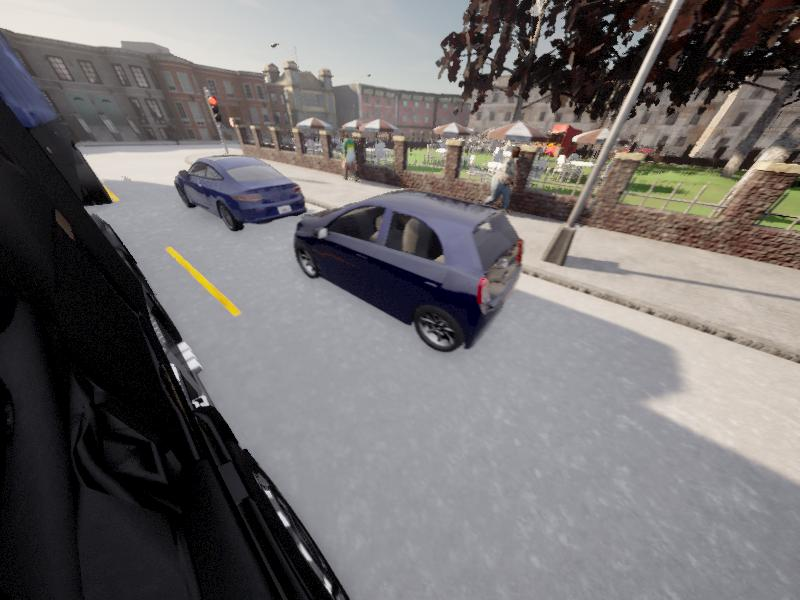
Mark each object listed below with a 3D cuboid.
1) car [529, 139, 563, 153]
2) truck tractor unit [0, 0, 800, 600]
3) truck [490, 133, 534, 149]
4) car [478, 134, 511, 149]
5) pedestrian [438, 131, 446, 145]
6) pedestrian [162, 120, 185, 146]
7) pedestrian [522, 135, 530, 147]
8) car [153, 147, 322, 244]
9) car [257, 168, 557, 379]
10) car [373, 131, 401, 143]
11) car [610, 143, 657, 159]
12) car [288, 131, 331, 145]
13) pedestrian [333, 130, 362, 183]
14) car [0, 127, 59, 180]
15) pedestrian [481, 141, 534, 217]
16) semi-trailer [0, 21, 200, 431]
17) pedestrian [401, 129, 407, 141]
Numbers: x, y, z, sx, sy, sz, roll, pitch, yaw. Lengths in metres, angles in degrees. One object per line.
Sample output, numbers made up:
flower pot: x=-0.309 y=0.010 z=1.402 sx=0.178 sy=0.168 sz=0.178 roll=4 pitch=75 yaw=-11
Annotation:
car: x=22.584 y=-23.868 z=35.808 sx=3.806 sy=1.475 sz=1.970 roll=26 pitch=43 yaw=28
truck tractor unit: x=-2.645 y=-0.295 z=0.351 sx=6.516 sy=4.208 sz=3.053 roll=28 pitch=44 yaw=30
truck: x=19.927 y=-28.537 z=41.369 sx=6.274 sy=2.098 sz=2.390 roll=26 pitch=43 yaw=28
car: x=16.166 y=-27.400 z=39.794 sx=4.605 sy=1.855 sz=1.932 roll=27 pitch=43 yaw=29
pedestrian: x=6.787 y=-26.182 z=37.371 sx=0.751 sy=1.860 sz=0.751 roll=-22 pitch=43 yaw=-29
pedestrian: x=-20.809 y=-15.314 z=21.246 sx=0.751 sy=1.860 sz=0.751 roll=26 pitch=43 yaw=28
pedestrian: x=23.869 y=-30.159 z=43.778 sx=0.751 sy=1.860 sz=0.751 roll=23 pitch=41 yaw=25
car: x=-4.513 y=-3.138 z=6.367 sx=4.674 sy=1.442 sz=1.812 roll=26 pitch=43 yaw=28
car: x=-0.105 y=-0.871 z=3.538 sx=3.633 sy=1.501 sz=1.845 roll=27 pitch=43 yaw=28
car: x=-2.141 y=-27.567 z=39.143 sx=1.882 sy=1.535 sz=5.008 roll=28 pitch=43 yaw=30
car: x=33.471 y=-21.522 z=33.314 sx=4.514 sy=1.525 sz=2.007 roll=27 pitch=43 yaw=28
car: x=-11.429 y=-20.739 z=29.616 sx=1.895 sy=1.301 sz=4.718 roll=27 pitch=43 yaw=29
pedestrian: x=-2.248 y=-6.219 z=10.057 sx=0.751 sy=1.860 sz=0.751 roll=30 pitch=44 yaw=31
car: x=-16.962 y=-6.123 z=9.506 sx=4.514 sy=1.525 sz=2.007 roll=20 pitch=40 yaw=22
pedestrian: x=3.125 y=-3.561 z=6.853 sx=0.751 sy=1.860 sz=0.751 roll=27 pitch=43 yaw=29
semi-trailer: x=-8.601 y=-3.666 z=4.326 sx=14.254 sy=4.402 sz=2.717 roll=29 pitch=44 yaw=31
pedestrian: x=0.837 y=-32.438 z=45.371 sx=0.751 sy=1.860 sz=0.751 roll=-16 pitch=41 yaw=-23
